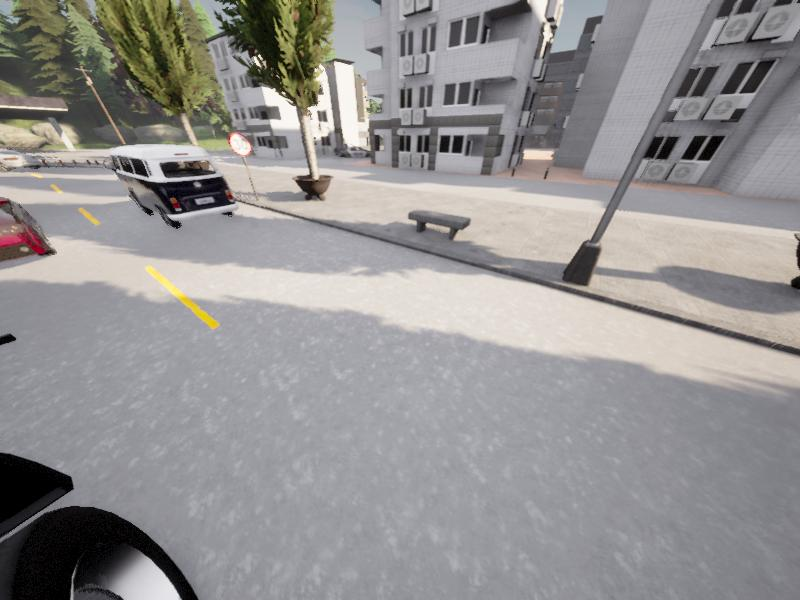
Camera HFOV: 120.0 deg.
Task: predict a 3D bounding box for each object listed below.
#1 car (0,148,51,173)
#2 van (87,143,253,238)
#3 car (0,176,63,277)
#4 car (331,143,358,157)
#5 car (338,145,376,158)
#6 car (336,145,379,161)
[{"bbox_3d":[-29.968,-10.341,17.093,4.674,1.442,1.812,-1,35,-2],"label":"car"},{"bbox_3d":[-7.329,-3.773,7.437,4.480,2.038,2.069,22,41,28],"label":"van"},{"bbox_3d":[-9.597,-1.610,4.928,4.181,1.385,1.994,22,41,28],"label":"car"},{"bbox_3d":[-7.594,-20.533,31.560,1.845,1.501,3.633,-29,44,-35],"label":"car"},{"bbox_3d":[-5.549,-19.355,30.054,4.536,1.218,1.853,-15,38,-20],"label":"car"},{"bbox_3d":[-5.503,-19.238,30.163,4.974,1.542,2.038,-15,38,-20],"label":"car"}]
